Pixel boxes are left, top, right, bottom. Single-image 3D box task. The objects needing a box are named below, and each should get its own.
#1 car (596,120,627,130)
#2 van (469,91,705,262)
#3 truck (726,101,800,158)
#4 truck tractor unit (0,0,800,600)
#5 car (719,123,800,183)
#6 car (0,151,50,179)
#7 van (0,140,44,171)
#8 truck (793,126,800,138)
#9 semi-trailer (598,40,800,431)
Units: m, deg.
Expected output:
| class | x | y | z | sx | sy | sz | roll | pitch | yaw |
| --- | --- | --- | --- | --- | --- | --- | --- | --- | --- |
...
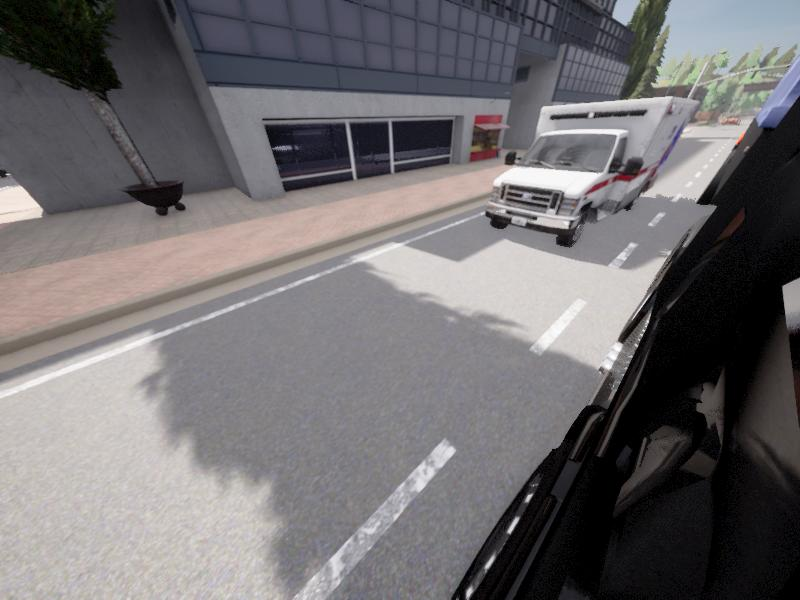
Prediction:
| class | x | y | z | sx | sy | sz | roll | pitch | yaw |
| --- | --- | --- | --- | --- | --- | --- | --- | --- | --- |
| car | 48.223 | -39.981 | 52.774 | 2.163 | 1.488 | 4.792 | -28 | 44 | -30 |
| van | 4.903 | -3.508 | 5.991 | 6.366 | 2.431 | 2.351 | -28 | 44 | -30 |
| truck | 22.940 | -10.354 | 13.999 | 5.204 | 2.467 | 2.627 | -28 | 44 | -30 |
| truck tractor unit | 2.645 | -0.295 | 0.351 | 6.516 | 4.208 | 3.053 | -28 | 44 | -30 |
| car | 15.864 | -6.279 | 9.657 | 4.611 | 1.667 | 2.242 | -28 | 44 | -30 |
| car | -32.998 | -11.708 | 19.906 | 1.851 | 1.617 | 3.988 | -28 | 44 | -30 |
| van | -44.031 | -16.454 | 26.126 | 1.988 | 2.561 | 5.915 | -28 | 44 | -30 |
| truck | 39.754 | -16.543 | 21.216 | 5.204 | 2.467 | 2.627 | -28 | 44 | -30 |
| semi-trailer | 8.702 | -3.602 | 4.225 | 14.254 | 4.402 | 2.717 | -28 | 44 | -30 |
